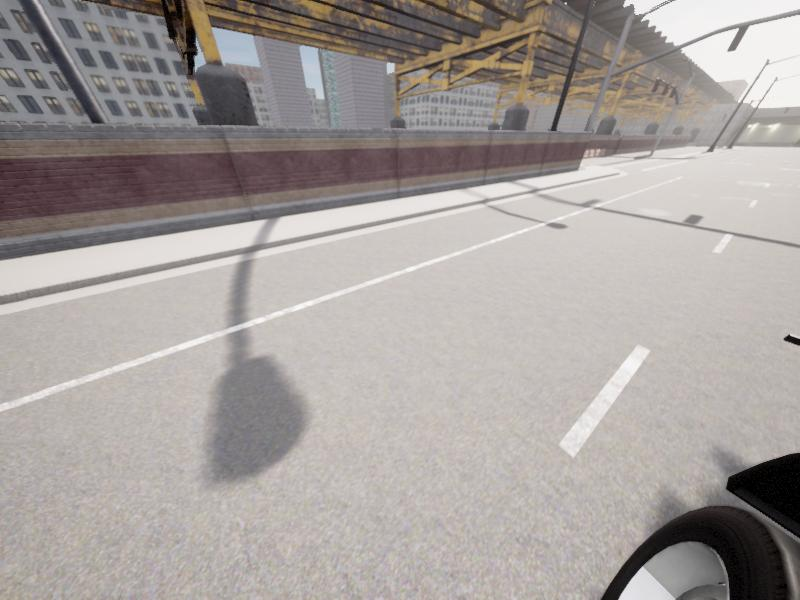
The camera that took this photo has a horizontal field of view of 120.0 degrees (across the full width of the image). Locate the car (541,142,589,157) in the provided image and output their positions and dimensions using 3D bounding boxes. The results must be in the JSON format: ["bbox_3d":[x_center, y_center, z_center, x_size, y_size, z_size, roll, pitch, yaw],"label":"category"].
[{"bbox_3d":[22.933,-21.043,32.273,4.974,1.542,2.038,-4,35,-5],"label":"car"}]

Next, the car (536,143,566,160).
[{"bbox_3d":[18.990,-18.886,29.236,2.038,1.542,4.974,11,37,15],"label":"car"}]

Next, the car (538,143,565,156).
[{"bbox_3d":[19.006,-19.044,29.185,1.853,1.218,4.536,11,37,15],"label":"car"}]

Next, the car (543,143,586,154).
[{"bbox_3d":[22.881,-21.169,32.177,4.536,1.218,1.853,-4,35,-5],"label":"car"}]
